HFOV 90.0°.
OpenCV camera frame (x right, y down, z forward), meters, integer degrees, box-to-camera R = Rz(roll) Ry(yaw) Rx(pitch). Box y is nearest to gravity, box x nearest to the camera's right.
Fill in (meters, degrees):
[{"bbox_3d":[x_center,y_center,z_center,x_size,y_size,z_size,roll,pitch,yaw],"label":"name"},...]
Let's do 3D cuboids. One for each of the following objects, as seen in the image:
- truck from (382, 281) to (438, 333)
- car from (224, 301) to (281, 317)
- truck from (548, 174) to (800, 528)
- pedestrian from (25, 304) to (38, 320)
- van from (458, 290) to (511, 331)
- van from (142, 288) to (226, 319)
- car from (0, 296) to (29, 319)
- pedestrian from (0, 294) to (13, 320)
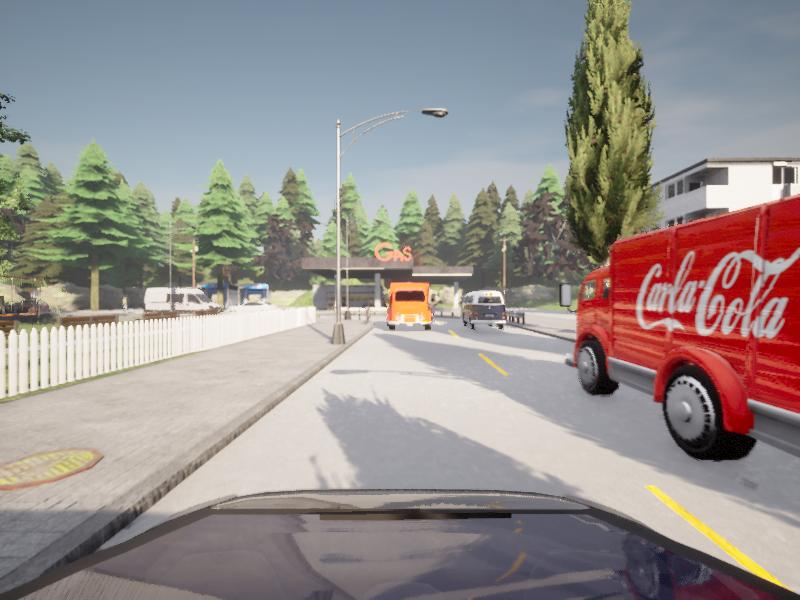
[{"bbox_3d":[0.547,0.329,21.590,2.627,2.467,5.204,0,0,2],"label":"truck"},{"bbox_3d":[-13.617,0.823,37.135,4.674,1.442,1.812,0,0,2],"label":"car"},{"bbox_3d":[4.159,0.349,5.198,2.627,2.467,5.204,0,0,1],"label":"truck"},{"bbox_3d":[-26.798,0.878,29.114,0.500,1.100,0.500,0,0,9],"label":"pedestrian"},{"bbox_3d":[4.558,0.541,22.285,2.069,2.038,4.480,0,0,1],"label":"van"},{"bbox_3d":[-17.893,0.280,33.261,5.915,2.561,1.988,0,0,1],"label":"van"},{"bbox_3d":[-34.040,0.606,33.652,3.866,1.878,1.905,0,0,1],"label":"car"},{"bbox_3d":[-28.157,0.499,28.340,0.751,1.860,0.751,0,0,2],"label":"pedestrian"}]
